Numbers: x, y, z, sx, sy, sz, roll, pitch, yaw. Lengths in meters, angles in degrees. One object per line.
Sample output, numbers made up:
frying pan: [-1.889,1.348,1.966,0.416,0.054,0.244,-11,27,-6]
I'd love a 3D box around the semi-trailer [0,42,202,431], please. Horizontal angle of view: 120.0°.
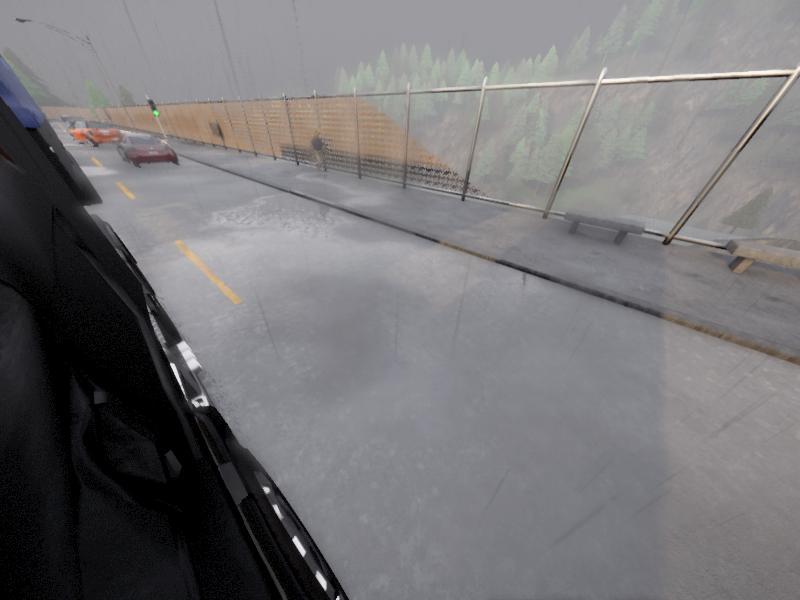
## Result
semi-trailer: [-8.698,-3.607,4.226,14.254,4.402,2.717,28,44,30]

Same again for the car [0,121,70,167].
car: [-19.652,-8.317,12.153,5.238,1.638,1.930,28,44,30]

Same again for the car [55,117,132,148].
car: [-24.932,-13.669,18.846,4.553,1.767,2.097,19,40,20]

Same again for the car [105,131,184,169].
car: [-14.285,-8.469,12.921,4.181,1.385,1.994,28,44,30]

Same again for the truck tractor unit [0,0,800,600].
truck tractor unit: [-2.645,-0.295,0.351,6.516,4.208,3.053,28,44,30]

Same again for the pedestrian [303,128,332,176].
pedestrian: [-3.968,-7.183,11.225,0.751,1.860,0.751,32,45,33]
